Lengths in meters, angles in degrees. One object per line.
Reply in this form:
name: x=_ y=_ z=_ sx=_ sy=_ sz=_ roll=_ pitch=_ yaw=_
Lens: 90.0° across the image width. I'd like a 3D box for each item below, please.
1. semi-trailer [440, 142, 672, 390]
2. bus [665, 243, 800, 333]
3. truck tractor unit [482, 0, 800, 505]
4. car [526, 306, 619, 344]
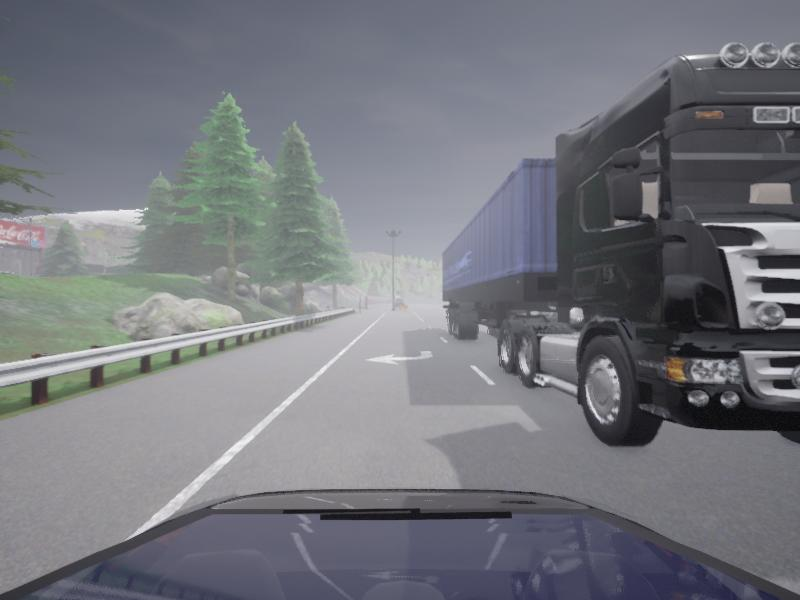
semi-trailer: x=3.495 y=-0.616 z=14.247 sx=2.717 sy=4.402 sz=14.254 roll=0 pitch=0 yaw=0
bus: x=20.870 y=-0.534 z=23.344 sx=3.944 sy=4.253 sz=10.273 roll=0 pitch=0 yaw=0
truck tractor unit: x=3.493 y=-0.518 z=6.332 sx=3.053 sy=4.208 sz=6.516 roll=0 pitch=0 yaw=0
car: x=6.997 y=0.946 z=16.846 sx=1.895 sy=1.301 sz=4.718 roll=0 pitch=0 yaw=0
